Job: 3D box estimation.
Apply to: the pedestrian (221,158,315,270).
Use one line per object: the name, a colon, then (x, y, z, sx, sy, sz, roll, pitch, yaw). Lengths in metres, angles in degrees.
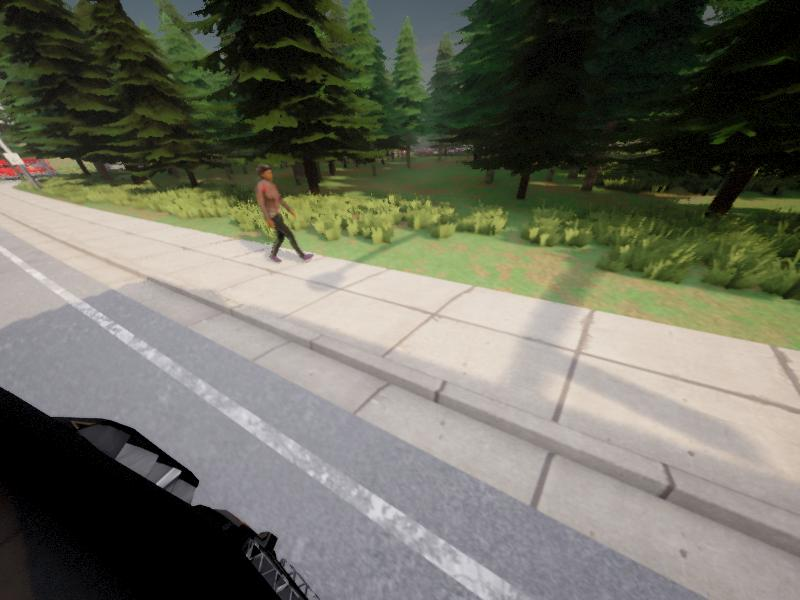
pedestrian: (-2.348, -1.573, 4.380, 0.751, 1.860, 0.751, 1, 34, 6)

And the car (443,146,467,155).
car: (12.729, -34.664, 53.493, 4.856, 1.649, 2.033, 16, 38, 25)

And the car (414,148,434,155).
car: (5.894, -36.527, 56.869, 4.674, 1.442, 1.812, 16, 38, 25)

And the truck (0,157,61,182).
truck: (-52.942, -18.339, 32.370, 2.627, 2.467, 5.204, -4, 35, -3)
